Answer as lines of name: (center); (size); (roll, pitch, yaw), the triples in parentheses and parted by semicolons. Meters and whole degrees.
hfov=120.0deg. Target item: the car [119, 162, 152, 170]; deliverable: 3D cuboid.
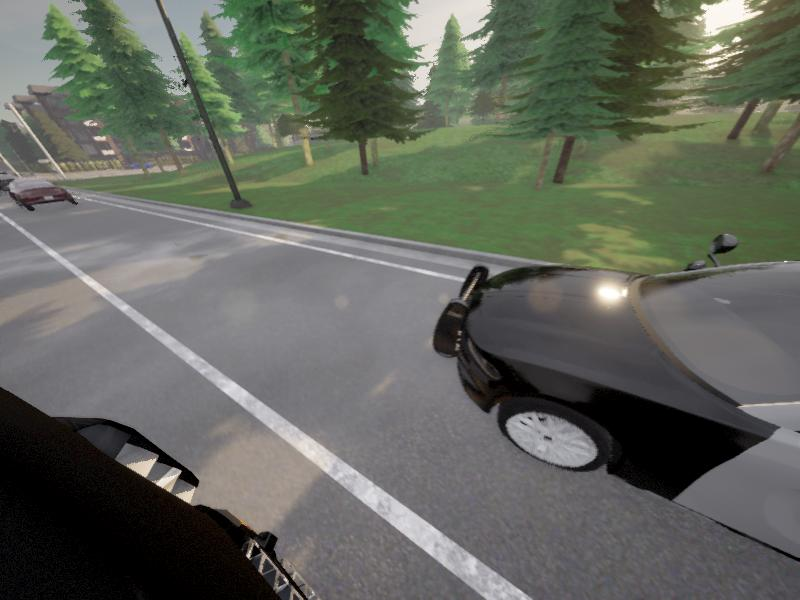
car: (-61.149, -31.088, 53.526); (1.895, 1.301, 4.718); (16, 38, 25)

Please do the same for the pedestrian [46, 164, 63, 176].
pedestrian: (-62.069, -23.354, 41.517); (0.751, 1.860, 0.751); (13, 37, 22)

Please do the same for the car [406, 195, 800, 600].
car: (2.819, 0.542, 1.421); (5.238, 1.638, 1.930); (16, 38, 26)

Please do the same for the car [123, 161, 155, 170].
car: (-58.291, -30.116, 51.709); (1.816, 1.474, 4.193); (16, 38, 25)

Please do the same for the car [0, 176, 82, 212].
car: (-21.076, -6.253, 13.463); (4.674, 1.442, 1.812); (16, 38, 26)

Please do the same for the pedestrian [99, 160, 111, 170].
pedestrian: (-68.663, -31.434, 53.772); (0.751, 1.860, 0.751); (14, 37, 24)

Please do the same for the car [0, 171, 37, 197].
car: (-34.111, -10.086, 19.946); (5.238, 1.638, 1.930); (16, 38, 26)
